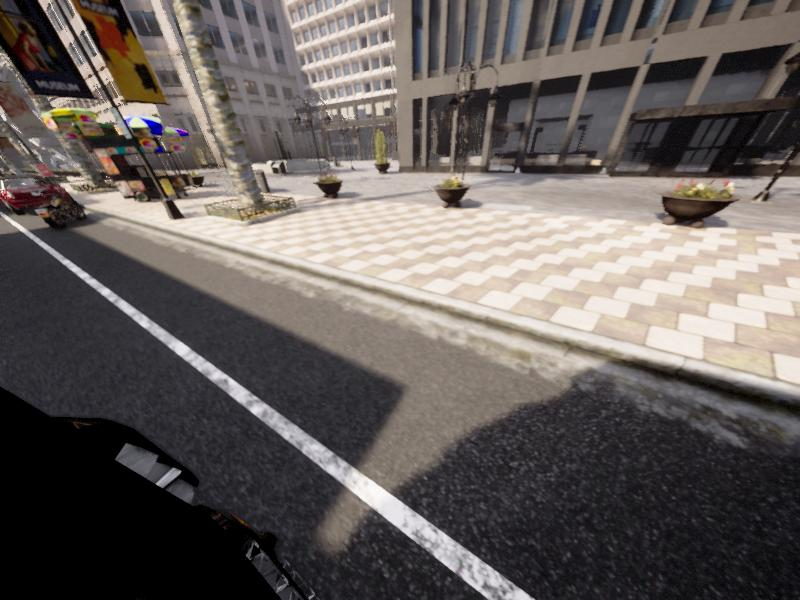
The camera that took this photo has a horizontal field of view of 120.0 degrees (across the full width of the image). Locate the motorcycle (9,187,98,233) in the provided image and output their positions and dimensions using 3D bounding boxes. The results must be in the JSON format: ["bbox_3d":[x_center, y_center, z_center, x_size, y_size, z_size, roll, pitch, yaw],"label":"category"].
[{"bbox_3d":[-13.912,-3.757,9.444,0.764,1.277,2.356,-19,37,-23],"label":"motorcycle"}]

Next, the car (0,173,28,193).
[{"bbox_3d":[-39.042,-11.414,22.463,4.792,1.488,2.163,16,38,26],"label":"car"}]

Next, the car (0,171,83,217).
[{"bbox_3d":[-20.209,-5.905,12.597,4.553,1.767,2.185,16,38,26],"label":"car"}]
